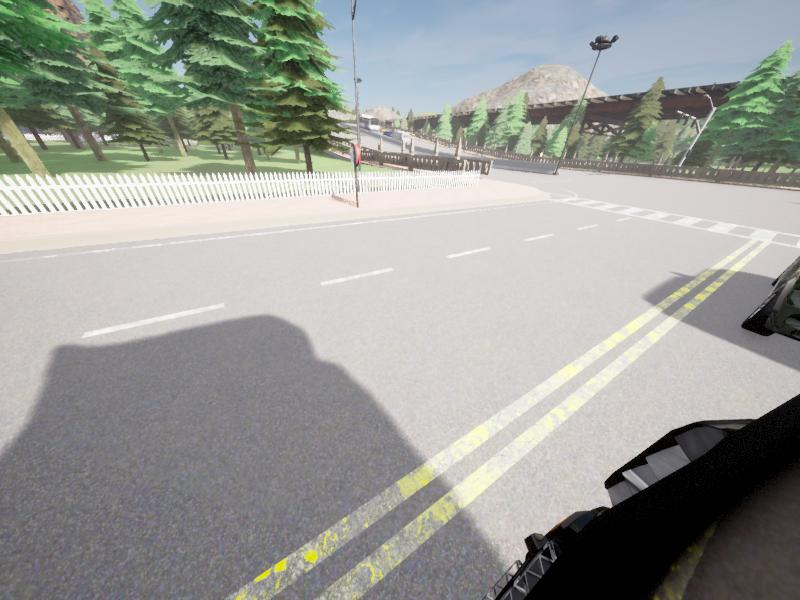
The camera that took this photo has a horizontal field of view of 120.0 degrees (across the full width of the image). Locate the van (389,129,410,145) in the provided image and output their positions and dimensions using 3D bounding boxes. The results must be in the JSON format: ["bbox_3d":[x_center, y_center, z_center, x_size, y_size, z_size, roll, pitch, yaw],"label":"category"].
[{"bbox_3d":[-0.171,-41.919,59.471,2.351,2.431,6.366,-17,46,-27],"label":"van"}]

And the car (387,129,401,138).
[{"bbox_3d":[-1.821,-52.043,72.112,2.163,1.488,4.792,-17,46,-27],"label":"car"}]

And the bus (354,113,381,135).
[{"bbox_3d":[-10.067,-53.940,70.804,3.944,4.253,10.273,-17,46,-27],"label":"bus"}]

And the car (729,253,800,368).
[{"bbox_3d":[7.415,-0.203,3.199,4.553,1.767,2.097,-16,38,-26],"label":"car"}]

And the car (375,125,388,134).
[{"bbox_3d":[-6.314,-57.231,77.532,1.801,1.575,5.366,-17,46,-27],"label":"car"}]

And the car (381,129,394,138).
[{"bbox_3d":[-3.746,-49.927,69.236,1.816,1.474,4.193,-17,46,-27],"label":"car"}]
